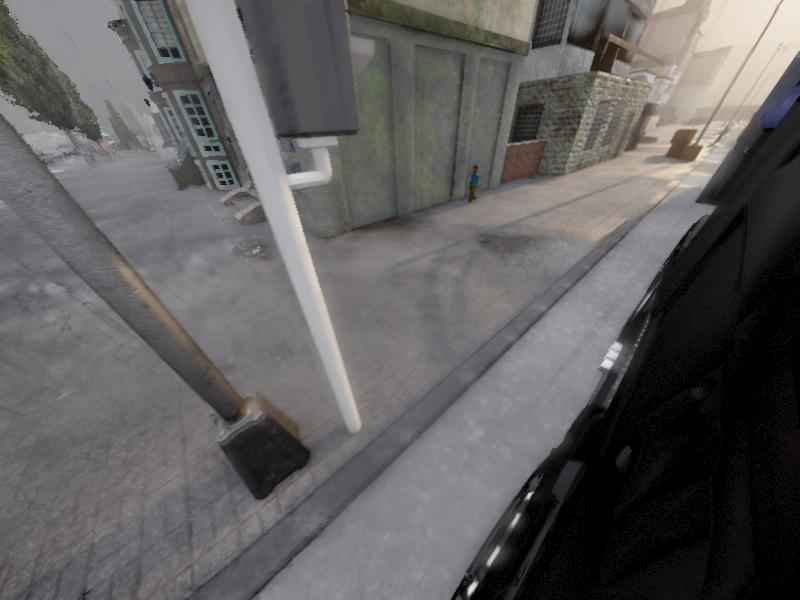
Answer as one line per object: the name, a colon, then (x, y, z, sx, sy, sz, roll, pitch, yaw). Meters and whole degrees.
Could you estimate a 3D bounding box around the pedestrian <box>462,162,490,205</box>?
pedestrian: (2.359, -3.656, 7.249, 0.500, 1.100, 0.500, -28, 44, -30)

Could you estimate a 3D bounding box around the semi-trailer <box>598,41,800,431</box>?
semi-trailer: (8.684, -3.620, 4.234, 14.254, 4.402, 2.717, -28, 44, -30)

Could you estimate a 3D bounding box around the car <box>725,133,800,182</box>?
car: (15.927, -6.200, 9.822, 4.718, 1.301, 1.895, -28, 44, -30)

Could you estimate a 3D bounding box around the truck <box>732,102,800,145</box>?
truck: (29.677, -14.051, 18.423, 5.204, 2.467, 2.627, -28, 44, -30)

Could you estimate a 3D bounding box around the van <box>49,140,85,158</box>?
van: (-62.689, -28.577, 43.703, 1.988, 2.561, 5.915, -28, 44, -30)

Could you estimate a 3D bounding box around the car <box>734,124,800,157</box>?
car: (22.768, -9.907, 14.254, 4.181, 1.385, 1.994, -29, 44, -30)

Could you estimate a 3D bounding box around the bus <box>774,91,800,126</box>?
bus: (65.089, -30.712, 36.863, 10.273, 4.253, 3.944, -28, 44, -30)

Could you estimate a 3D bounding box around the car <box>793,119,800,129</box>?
car: (52.476, -22.792, 29.290, 5.238, 1.638, 1.930, -28, 44, -30)

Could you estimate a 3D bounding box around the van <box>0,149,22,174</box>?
van: (-41.906, -14.151, 23.601, 1.775, 1.987, 4.442, -28, 44, -30)

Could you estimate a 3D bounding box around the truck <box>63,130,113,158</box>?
truck: (-56.191, -28.359, 41.946, 2.891, 3.827, 8.468, -28, 44, -30)

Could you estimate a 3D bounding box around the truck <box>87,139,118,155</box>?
truck: (-62.927, -32.431, 48.952, 2.627, 2.467, 5.204, -28, 44, -30)

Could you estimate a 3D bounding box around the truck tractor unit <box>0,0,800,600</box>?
truck tractor unit: (2.645, -0.295, 0.351, 6.516, 4.208, 3.053, -28, 44, -30)
